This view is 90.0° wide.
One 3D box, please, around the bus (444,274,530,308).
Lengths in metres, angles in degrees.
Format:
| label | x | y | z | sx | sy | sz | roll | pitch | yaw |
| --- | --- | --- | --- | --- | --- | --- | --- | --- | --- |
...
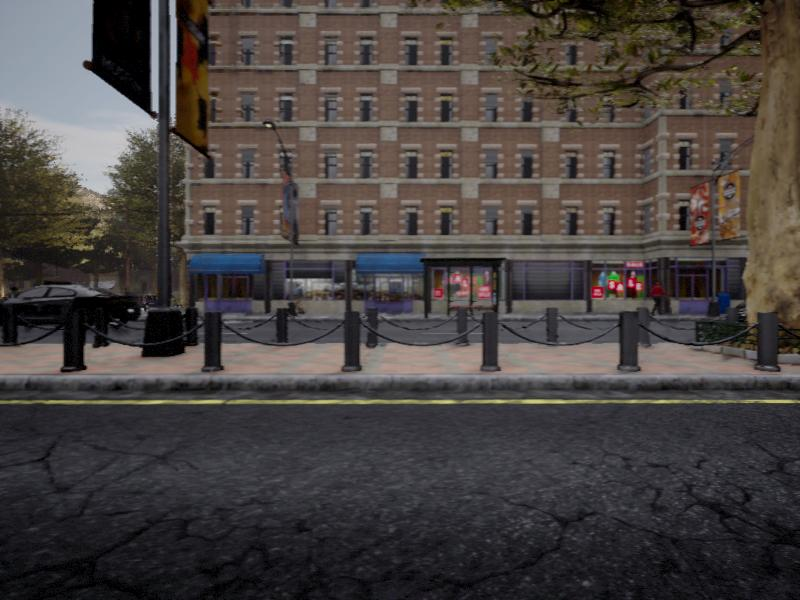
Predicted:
| label | x | y | z | sx | sy | sz | roll | pitch | yaw |
| --- | --- | --- | --- | --- | --- | --- | --- | --- | --- |
| bus | 11.061 | -1.143 | 51.843 | 10.273 | 4.253 | 3.944 | 0 | 0 | 0 |

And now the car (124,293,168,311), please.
| label | x | y | z | sx | sy | sz | roll | pitch | yaw |
| --- | --- | --- | --- | --- | --- | --- | --- | --- | --- |
| car | -25.074 | 0.195 | 39.676 | 1.851 | 1.617 | 3.988 | 0 | 0 | -1 |

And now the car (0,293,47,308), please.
| label | x | y | z | sx | sy | sz | roll | pitch | yaw |
| --- | --- | --- | --- | --- | --- | --- | --- | --- | --- |
| car | -48.590 | 0.060 | 51.485 | 4.605 | 1.855 | 1.932 | 2 | 0 | 0 |

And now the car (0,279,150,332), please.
| label | x | y | z | sx | sy | sz | roll | pitch | yaw |
| --- | --- | --- | --- | --- | --- | --- | --- | --- | --- |
| car | -11.727 | 0.175 | 13.605 | 5.238 | 1.638 | 1.930 | 0 | 0 | 0 |

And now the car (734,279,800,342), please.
| label | x | y | z | sx | sy | sz | roll | pitch | yaw |
| --- | --- | --- | --- | --- | --- | --- | --- | --- | --- |
| car | 11.227 | 0.247 | 10.167 | 3.806 | 1.475 | 1.970 | 0 | 0 | 0 |

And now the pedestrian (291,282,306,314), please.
| label | x | y | z | sx | sy | sz | roll | pitch | yaw |
| --- | --- | --- | --- | --- | --- | --- | --- | --- | --- |
| pedestrian | -5.852 | -0.115 | 23.103 | 0.751 | 1.860 | 0.751 | 0 | 0 | -9 |

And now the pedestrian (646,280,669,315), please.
| label | x | y | z | sx | sy | sz | roll | pitch | yaw |
| --- | --- | --- | --- | --- | --- | --- | --- | --- | --- |
| pedestrian | 13.873 | -0.123 | 21.547 | 0.751 | 1.860 | 0.751 | 0 | 0 | -15 |

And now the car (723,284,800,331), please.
| label | x | y | z | sx | sy | sz | roll | pitch | yaw |
| --- | --- | --- | --- | --- | --- | --- | --- | --- | --- |
| car | 14.218 | 0.236 | 13.673 | 4.892 | 1.490 | 1.837 | 0 | 0 | 0 |
